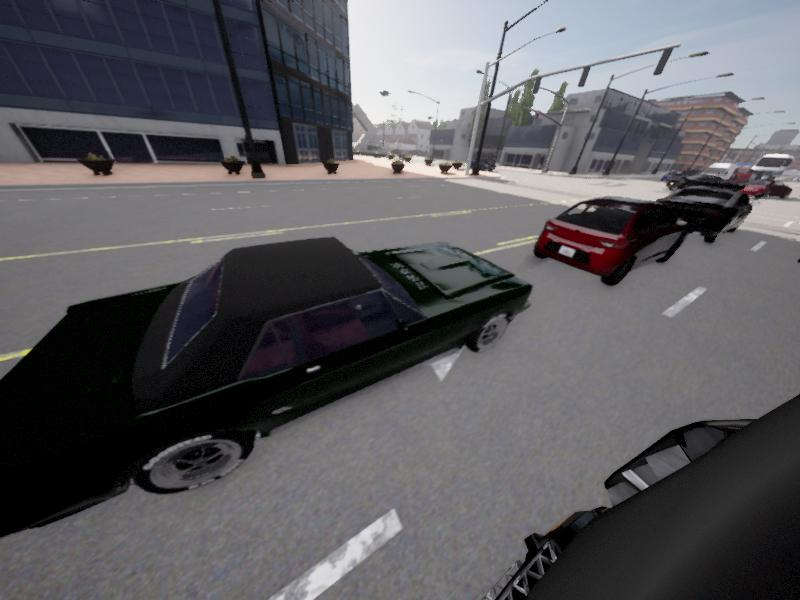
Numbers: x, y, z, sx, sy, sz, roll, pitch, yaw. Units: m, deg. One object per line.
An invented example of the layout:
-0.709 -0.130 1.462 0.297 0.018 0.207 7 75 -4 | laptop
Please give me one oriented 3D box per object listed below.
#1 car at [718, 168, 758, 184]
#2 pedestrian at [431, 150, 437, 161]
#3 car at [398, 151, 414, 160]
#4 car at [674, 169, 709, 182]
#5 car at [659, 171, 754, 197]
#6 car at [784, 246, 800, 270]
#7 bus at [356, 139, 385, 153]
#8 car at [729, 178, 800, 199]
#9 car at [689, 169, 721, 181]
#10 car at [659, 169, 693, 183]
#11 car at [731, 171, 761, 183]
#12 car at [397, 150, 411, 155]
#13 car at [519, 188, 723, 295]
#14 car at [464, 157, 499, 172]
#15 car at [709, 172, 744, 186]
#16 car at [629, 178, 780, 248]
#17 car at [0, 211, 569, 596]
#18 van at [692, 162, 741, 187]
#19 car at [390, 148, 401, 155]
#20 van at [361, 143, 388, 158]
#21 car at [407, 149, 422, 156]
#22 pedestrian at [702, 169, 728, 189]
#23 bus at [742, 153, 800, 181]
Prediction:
53.816 -19.775 36.741 5.566 2.045 2.150 -16 38 -25 | car
7.281 -31.122 49.712 0.751 1.860 0.751 -21 40 -33 | pedestrian
1.305 -33.496 53.483 2.033 1.411 5.357 -8 35 -17 | car
45.478 -19.456 36.039 5.238 1.638 1.930 -16 38 -26 | car
27.122 -10.396 20.654 5.008 1.535 1.882 7 33 5 | car
12.753 -1.547 5.952 4.792 1.488 2.163 -16 38 -26 | car
-11.572 -60.757 91.214 10.273 4.253 3.944 7 33 5 | bus
33.665 -10.278 21.271 4.181 1.385 1.994 -4 34 -11 | car
51.799 -21.234 39.245 5.008 1.535 1.882 -16 38 -25 | car
39.433 -17.723 33.030 4.193 1.474 1.816 -15 37 -26 | car
59.758 -21.275 39.872 4.674 1.442 1.812 -16 38 -25 | car
1.438 -56.953 89.311 2.033 1.411 5.357 -26 43 -37 | car
5.221 -1.662 5.523 4.193 1.474 1.816 -16 38 -26 | car
10.986 -18.401 31.322 1.816 1.474 4.193 -15 37 -26 | car
48.060 -17.828 33.960 4.674 1.442 1.812 -16 38 -25 | car
11.191 -3.396 8.476 5.238 1.638 1.930 -16 38 -26 | car
-0.623 0.069 2.632 4.718 1.301 1.895 -16 38 -26 | car
41.840 -16.596 30.564 5.915 2.561 1.988 -15 38 -26 | van
-1.859 -56.450 87.792 1.905 1.878 3.866 -26 43 -37 | car
-5.743 -33.302 51.436 5.915 2.561 1.988 21 36 24 | van
5.925 -60.053 93.918 5.566 2.045 2.150 -4 34 -12 | car
34.836 -13.357 25.584 0.751 1.860 0.751 18 36 20 | pedestrian
74.555 -26.659 46.309 10.273 4.253 3.944 -16 38 -26 | bus
